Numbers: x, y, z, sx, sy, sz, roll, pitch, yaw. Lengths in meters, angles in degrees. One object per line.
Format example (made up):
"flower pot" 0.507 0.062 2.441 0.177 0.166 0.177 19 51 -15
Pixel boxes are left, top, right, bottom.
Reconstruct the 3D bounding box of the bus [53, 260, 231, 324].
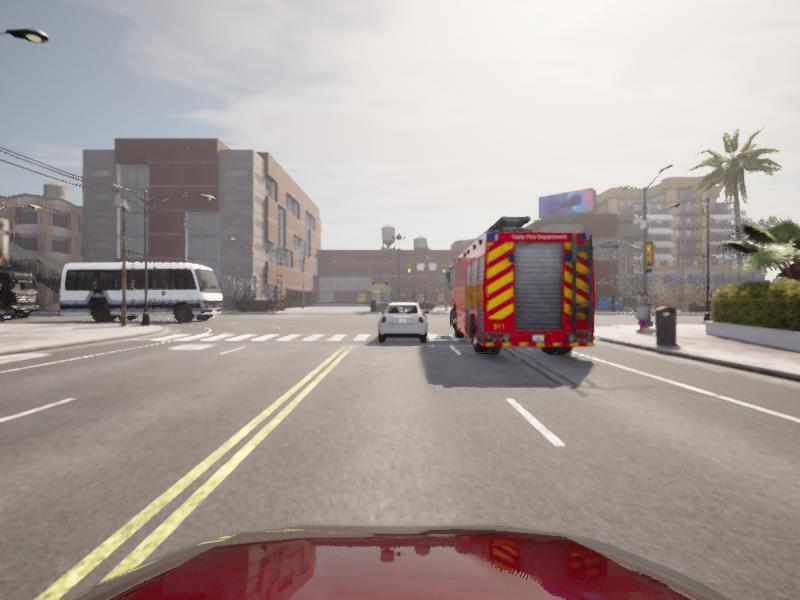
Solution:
"bus" -18.132 -0.542 28.784 10.273 4.253 3.944 0 0 1

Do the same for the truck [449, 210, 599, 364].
"truck" 3.619 -0.326 14.250 2.891 3.827 8.468 0 0 1

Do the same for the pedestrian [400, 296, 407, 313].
"pedestrian" 0.430 0.467 45.022 0.751 1.860 0.751 0 0 -2

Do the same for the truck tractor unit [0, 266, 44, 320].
"truck tractor unit" -33.966 -0.536 32.994 6.516 4.208 3.053 0 0 0

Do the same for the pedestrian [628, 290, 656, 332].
"pedestrian" 10.932 0.478 18.080 0.751 1.860 0.751 0 0 -18

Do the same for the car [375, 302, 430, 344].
"car" 0.219 0.847 16.323 1.970 1.475 3.806 0 0 4

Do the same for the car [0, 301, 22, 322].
"car" -30.575 0.840 28.763 4.792 1.488 2.163 0 0 0
